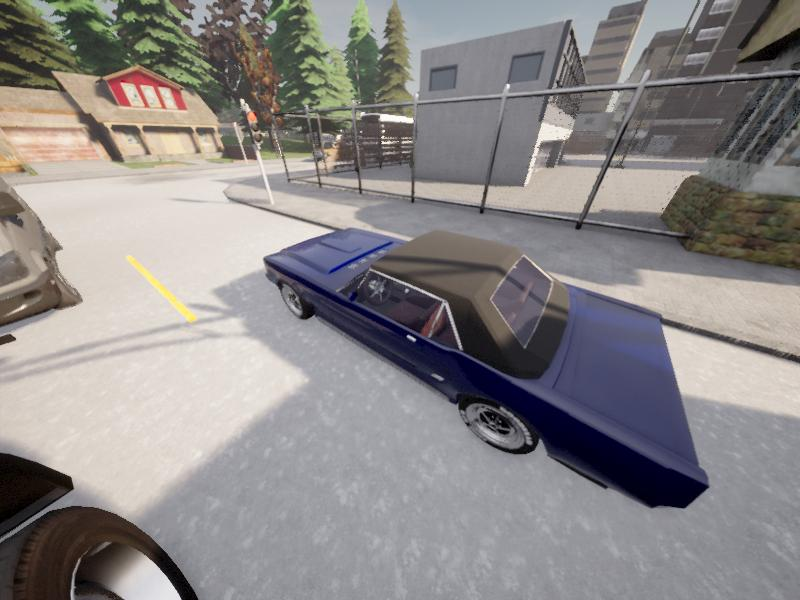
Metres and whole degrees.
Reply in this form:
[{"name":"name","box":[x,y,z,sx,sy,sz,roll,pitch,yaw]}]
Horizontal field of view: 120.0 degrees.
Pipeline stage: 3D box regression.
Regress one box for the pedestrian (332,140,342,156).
[{"name":"pedestrian","box":[-8.649,-20.748,31.527,0.751,1.860,0.751,23,41,29]}]

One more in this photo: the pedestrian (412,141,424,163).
[{"name":"pedestrian","box":[1.822,-14.966,23.371,0.751,1.860,0.751,-21,40,-27]}]

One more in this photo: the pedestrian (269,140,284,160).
[{"name":"pedestrian","box":[-13.720,-16.693,25.733,0.751,1.860,0.751,23,41,28]}]

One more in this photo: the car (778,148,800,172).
[{"name":"car","box":[34.079,-11.438,18.918,1.789,1.547,3.705,22,41,28]}]

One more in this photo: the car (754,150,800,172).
[{"name":"car","box":[34.341,-11.431,19.035,5.357,1.415,2.033,22,41,28]}]

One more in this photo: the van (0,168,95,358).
[{"name":"van","box":[-7.491,-1.268,3.475,5.915,2.561,1.988,24,41,29]}]

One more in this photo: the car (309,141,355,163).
[{"name":"car","box":[-7.437,-16.625,25.881,1.932,1.855,4.605,21,40,27]}]

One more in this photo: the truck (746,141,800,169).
[{"name":"truck","box":[36.779,-13.478,21.417,4.478,2.038,2.069,22,41,28]}]

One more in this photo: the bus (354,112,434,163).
[{"name":"bus","box":[-0.277,-19.363,27.755,3.944,4.253,10.273,22,41,28]}]

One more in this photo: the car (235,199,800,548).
[{"name":"car","box":[0.225,-0.114,2.963,4.718,1.301,1.895,24,41,29]}]
